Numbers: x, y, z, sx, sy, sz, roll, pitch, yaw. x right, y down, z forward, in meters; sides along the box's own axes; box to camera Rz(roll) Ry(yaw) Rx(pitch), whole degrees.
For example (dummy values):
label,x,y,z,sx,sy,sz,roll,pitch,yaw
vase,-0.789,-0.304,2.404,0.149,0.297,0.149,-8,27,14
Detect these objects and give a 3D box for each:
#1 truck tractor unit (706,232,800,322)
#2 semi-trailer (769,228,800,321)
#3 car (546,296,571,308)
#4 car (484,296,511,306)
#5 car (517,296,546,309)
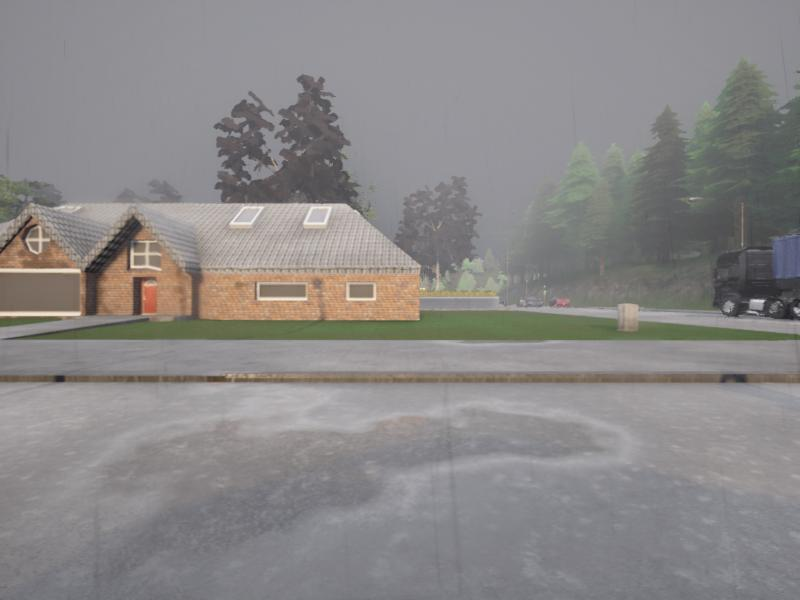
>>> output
label,x,y,z,sx,sy,sz,roll,pitch,yaw
truck tractor unit,20.438,-1.098,21.483,3.053,4.208,6.516,0,0,0
semi-trailer,19.409,-1.203,13.653,2.717,4.402,14.254,0,0,10
car,20.457,0.248,51.715,1.845,1.501,3.633,0,0,0
car,16.240,0.196,66.948,2.152,1.651,5.027,1,0,-18
car,16.459,0.241,50.458,2.038,1.542,4.974,0,0,0
